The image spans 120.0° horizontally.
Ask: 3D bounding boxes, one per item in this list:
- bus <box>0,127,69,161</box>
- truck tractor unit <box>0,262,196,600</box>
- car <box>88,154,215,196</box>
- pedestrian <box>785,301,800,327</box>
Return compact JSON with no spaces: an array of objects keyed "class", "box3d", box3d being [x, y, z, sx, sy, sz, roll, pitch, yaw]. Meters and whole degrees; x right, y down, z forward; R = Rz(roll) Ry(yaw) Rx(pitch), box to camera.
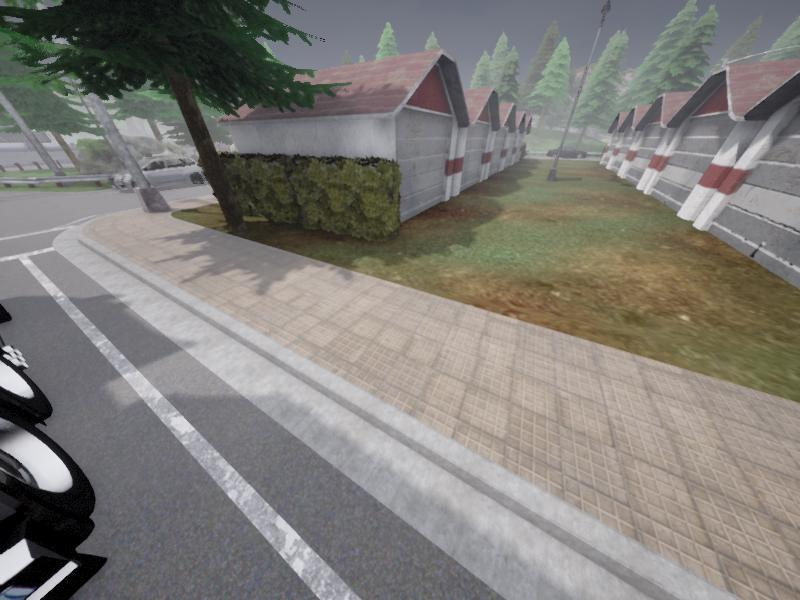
[{"class":"bus","box3d":[-62.018,-24.518,36.238,3.944,4.253,10.273,18,39,25]},{"class":"truck tractor unit","box3d":[-5.110,-0.301,0.791,6.516,4.208,3.053,18,39,24]},{"class":"car","box3d":[-14.877,-7.866,14.263,2.242,1.667,4.611,17,39,24]},{"class":"pedestrian","box3d":[6.190,-0.252,2.696,0.751,1.860,0.751,21,40,28]}]
